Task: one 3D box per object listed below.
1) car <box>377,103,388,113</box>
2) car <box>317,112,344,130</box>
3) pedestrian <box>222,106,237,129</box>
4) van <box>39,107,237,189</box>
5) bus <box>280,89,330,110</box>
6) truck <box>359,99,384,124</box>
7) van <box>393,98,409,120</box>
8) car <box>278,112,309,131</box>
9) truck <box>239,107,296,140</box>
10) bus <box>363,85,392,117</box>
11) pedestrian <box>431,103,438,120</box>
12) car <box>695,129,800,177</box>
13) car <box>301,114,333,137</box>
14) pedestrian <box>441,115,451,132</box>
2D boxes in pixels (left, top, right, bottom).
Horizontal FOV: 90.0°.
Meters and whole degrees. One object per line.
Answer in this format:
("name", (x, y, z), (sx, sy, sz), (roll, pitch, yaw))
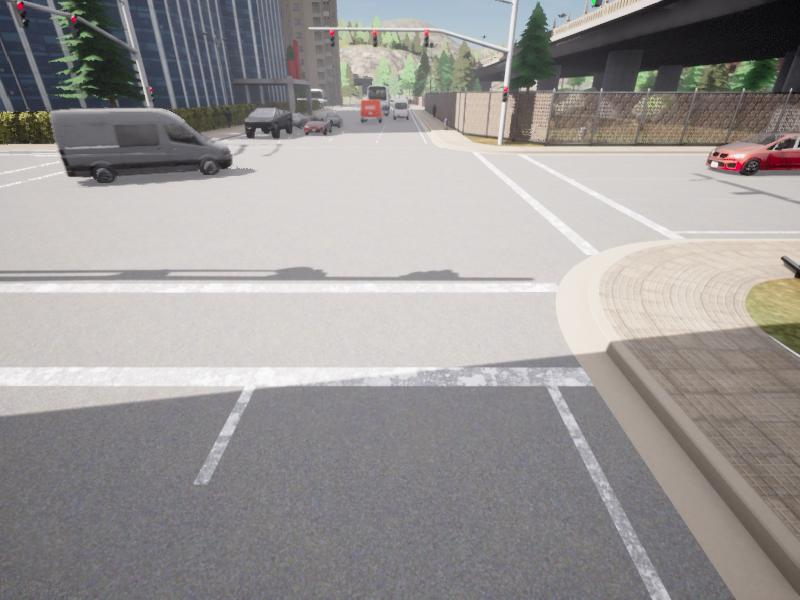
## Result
("car", (-3.303, -36.982, 76.890), (1.801, 1.575, 5.366), (0, 27, 0))
("car", (-6.903, -17.965, 40.071), (1.994, 1.385, 4.181), (0, 27, -1))
("pedestrian", (-15.919, -17.019, 37.308), (0.751, 1.860, 0.751), (-2, 27, -3))
("van", (-10.065, -6.282, 16.122), (5.915, 2.561, 1.988), (-13, 31, -24))
("bus", (-21.861, -46.451, 92.464), (10.273, 4.253, 3.944), (0, 27, 0))
("truck", (-3.381, -22.880, 48.451), (2.627, 2.467, 5.204), (0, 28, 0))
("van", (0.144, -26.199, 54.820), (1.988, 2.561, 5.915), (0, 28, 0))
("car", (-10.396, -17.669, 39.416), (1.812, 1.442, 4.674), (0, 27, 0))
("truck", (-10.415, -14.269, 32.082), (2.390, 2.098, 6.274), (0, 27, 0))
("bus", (-3.456, -32.052, 64.336), (3.944, 4.253, 10.273), (0, 27, 0))
("pedestrian", (4.329, -24.003, 50.899), (0.751, 1.860, 0.751), (-1, 27, -2))
("car", (16.181, -6.448, 17.454), (4.611, 1.667, 2.242), (0, 27, 0))
("car", (-6.910, -14.809, 33.816), (1.816, 1.474, 4.193), (0, 27, 0))
("pedestrian", (3.991, -15.256, 34.490), (0.751, 1.300, 0.751), (4, 27, 7))
